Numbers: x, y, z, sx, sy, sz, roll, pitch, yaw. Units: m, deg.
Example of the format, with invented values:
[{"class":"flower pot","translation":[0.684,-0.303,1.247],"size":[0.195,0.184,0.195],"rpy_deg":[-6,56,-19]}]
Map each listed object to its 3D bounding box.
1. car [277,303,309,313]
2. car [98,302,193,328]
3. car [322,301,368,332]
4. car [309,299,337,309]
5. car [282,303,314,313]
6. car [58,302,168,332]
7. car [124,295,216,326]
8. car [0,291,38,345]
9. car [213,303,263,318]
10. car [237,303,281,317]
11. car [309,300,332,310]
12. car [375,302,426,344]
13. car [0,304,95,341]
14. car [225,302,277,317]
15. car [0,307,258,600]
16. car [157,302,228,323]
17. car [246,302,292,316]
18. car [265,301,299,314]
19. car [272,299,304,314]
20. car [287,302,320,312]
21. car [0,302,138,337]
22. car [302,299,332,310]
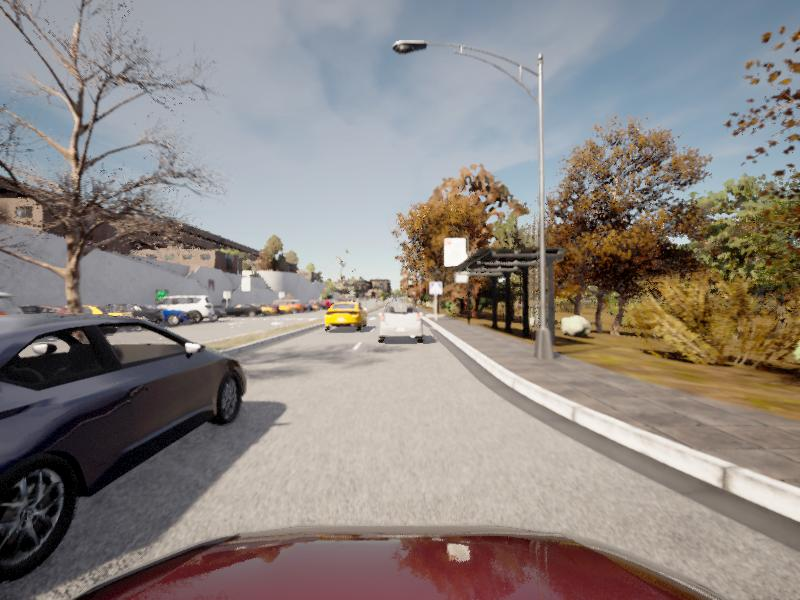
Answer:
[{"class":"car","translation":[-16.731,1.250,62.604],"size":[4.674,1.452,2.002],"rpy_deg":[-1,0,-20]},{"class":"car","translation":[-16.850,0.962,26.814],"size":[5.008,1.535,2.097],"rpy_deg":[-1,0,-20]},{"class":"car","translation":[-2.958,0.858,22.551],"size":[1.882,1.535,5.008],"rpy_deg":[0,0,0]},{"class":"car","translation":[-16.645,0.918,86.496],"size":[5.566,2.045,2.435],"rpy_deg":[-1,0,-20]},{"class":"car","translation":[-16.754,1.253,65.576],"size":[4.792,1.488,2.163],"rpy_deg":[-1,0,-20]},{"class":"car","translation":[-16.847,0.954,23.829],"size":[4.892,1.521,2.231],"rpy_deg":[-1,0,-20]},{"class":"car","translation":[-16.866,0.723,29.780],"size":[5.566,2.045,2.435],"rpy_deg":[-1,0,-20]},{"class":"car","translation":[-16.775,0.702,14.925],"size":[4.442,1.987,1.878],"rpy_deg":[-1,0,-20]},{"class":"car","translation":[-16.795,1.088,41.720],"size":[4.674,1.452,2.002],"rpy_deg":[-1,0,-20]},{"class":"car","translation":[-16.808,1.129,47.673],"size":[4.792,1.488,2.163],"rpy_deg":[-1,0,-20]},{"class":"car","translation":[-16.570,0.958,83.543],"size":[4.442,1.987,1.878],"rpy_deg":[-1,0,-20]},{"class":"car","translation":[0.027,0.830,16.287],"size":[1.845,1.501,3.633],"rpy_deg":[0,0,0]},{"class":"car","translation":[-16.897,0.966,17.851],"size":[4.792,1.488,2.163],"rpy_deg":[-1,0,-20]},{"class":"car","translation":[-16.617,1.066,44.768],"size":[5.366,1.575,1.946],"rpy_deg":[-1,-1,-20]},{"class":"car","translation":[-2.999,0.855,3.774],"size":[1.816,1.474,4.193],"rpy_deg":[0,0,0]},{"class":"car","translation":[-16.836,0.991,32.780],"size":[4.892,1.521,2.231],"rpy_deg":[-1,-1,-20]},{"class":"car","translation":[-16.599,1.121,50.734],"size":[5.366,1.575,1.946],"rpy_deg":[-1,-1,-20]},{"class":"car","translation":[-16.727,1.050,56.645],"size":[4.553,1.767,2.185],"rpy_deg":[-1,0,-20]},{"class":"car","translation":[-16.641,0.970,59.673],"size":[4.442,1.987,1.878],"rpy_deg":[-1,-1,-20]},{"class":"car","translation":[-16.546,1.220,68.645],"size":[5.366,1.575,1.946],"rpy_deg":[-1,0,-20]},{"class":"car","translation":[-17.036,0.943,20.782],"size":[5.366,1.575,1.946],"rpy_deg":[-1,0,-20]},{"class":"car","translation":[-16.714,0.952,80.500],"size":[5.566,2.045,2.435],"rpy_deg":[-1,1,-20]}]
